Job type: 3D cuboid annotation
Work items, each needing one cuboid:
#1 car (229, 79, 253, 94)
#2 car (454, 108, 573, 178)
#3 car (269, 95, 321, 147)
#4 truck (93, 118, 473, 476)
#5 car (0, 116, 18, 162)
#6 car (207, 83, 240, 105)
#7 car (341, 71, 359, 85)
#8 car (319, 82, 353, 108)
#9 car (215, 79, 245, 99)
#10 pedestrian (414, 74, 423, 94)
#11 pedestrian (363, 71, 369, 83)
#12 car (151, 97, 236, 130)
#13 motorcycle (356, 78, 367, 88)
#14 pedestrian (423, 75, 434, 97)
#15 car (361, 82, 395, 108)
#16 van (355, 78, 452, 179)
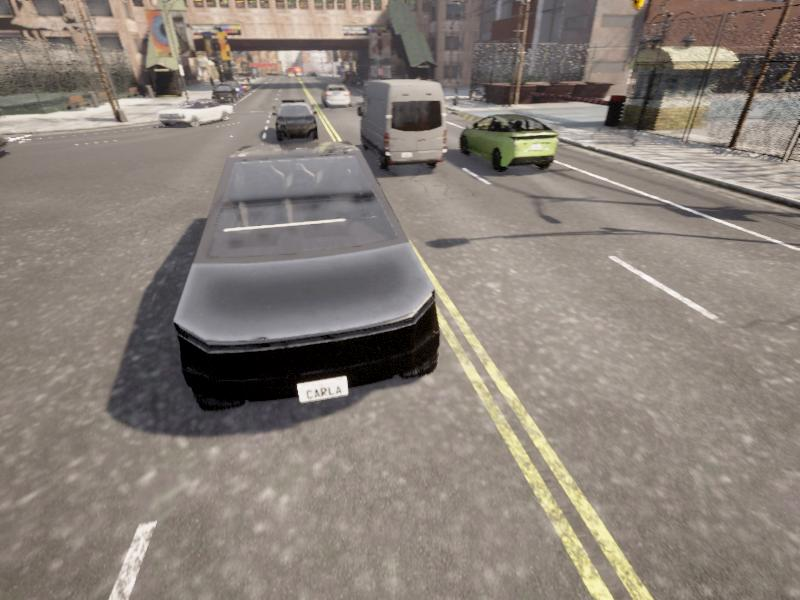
[{"bbox_3d":[-20.969,-28.376,52.981,2.231,1.521,4.892,-8,31,-11],"label":"car"},{"bbox_3d":[3.609,-5.587,13.847,2.007,1.525,4.514,-7,31,-11],"label":"car"},{"bbox_3d":[-5.035,-8.755,19.280,1.930,1.638,5.238,-7,31,-11],"label":"car"},{"bbox_3d":[-1.356,-1.088,5.755,2.390,2.098,6.274,-7,31,-11],"label":"truck"},{"bbox_3d":[-17.966,-5.697,14.600,5.357,1.411,2.033,-14,33,-22],"label":"car"},{"bbox_3d":[-16.897,-19.924,38.564,2.097,1.535,5.008,-8,31,-11],"label":"car"},{"bbox_3d":[-9.034,-39.861,71.717,2.435,2.045,5.566,-8,31,-11],"label":"car"},{"bbox_3d":[-5.509,-17.484,34.063,2.242,1.667,4.611,-7,31,-11],"label":"car"},{"bbox_3d":[-18.516,-23.177,43.866,2.185,1.767,4.553,-8,31,-11],"label":"car"},{"bbox_3d":[2.040,-23.466,43.520,0.751,1.860,0.751,-8,31,-11],"label":"pedestrian"},{"bbox_3d":[-6.009,-39.583,71.011,0.751,1.860,0.751,-7,31,-11],"label":"pedestrian"},{"bbox_3d":[-12.163,-11.242,23.983,1.895,1.301,4.718,6,31,11],"label":"car"},{"bbox_3d":[-5.823,-32.681,60.179,0.764,1.277,2.356,8,32,14],"label":"motorcycle"},{"bbox_3d":[2.817,-21.038,39.387,0.751,1.860,0.751,-12,32,-19],"label":"pedestrian"},{"bbox_3d":[-1.957,-17.611,34.247,2.033,1.649,4.856,-7,31,-11],"label":"car"},{"bbox_3d":[-0.149,-6.383,14.276,1.988,2.561,5.915,-7,31,-11],"label":"van"}]
